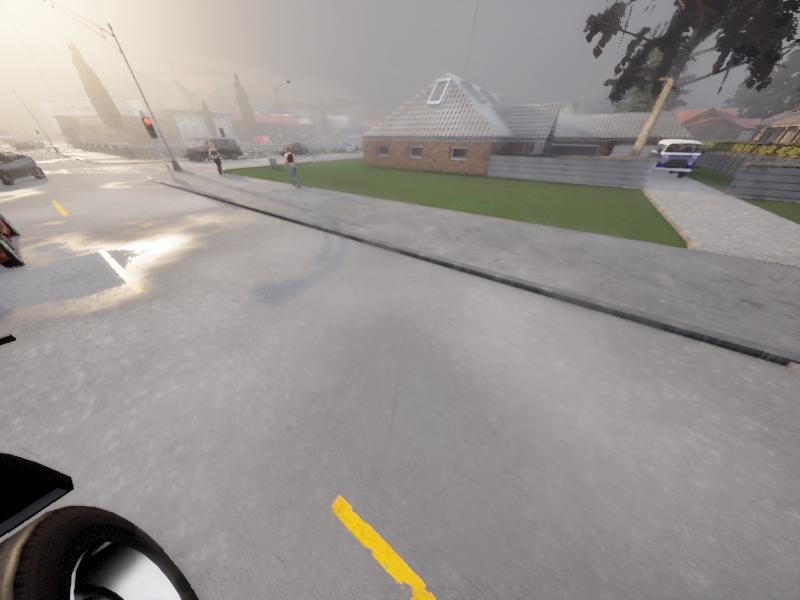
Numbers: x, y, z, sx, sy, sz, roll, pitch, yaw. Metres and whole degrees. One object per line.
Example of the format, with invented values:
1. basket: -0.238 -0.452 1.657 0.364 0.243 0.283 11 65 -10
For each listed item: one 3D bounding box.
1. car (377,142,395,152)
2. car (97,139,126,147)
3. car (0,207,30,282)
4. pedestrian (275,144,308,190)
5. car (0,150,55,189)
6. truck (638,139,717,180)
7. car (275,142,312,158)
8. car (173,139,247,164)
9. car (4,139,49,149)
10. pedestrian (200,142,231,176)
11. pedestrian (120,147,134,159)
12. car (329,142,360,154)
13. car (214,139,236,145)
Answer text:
1. car: -2.763 -30.622 46.067 1.789 1.549 3.705 22 40 28
2. car: -72.465 -39.436 58.082 1.851 1.617 3.988 22 41 28
3. car: -9.888 -1.507 4.666 5.008 1.535 1.882 22 41 28
4. pedestrian: -5.221 -6.420 11.175 0.751 1.860 0.751 23 41 29
5. car: -22.657 -7.339 12.877 2.007 1.525 4.514 -18 39 -23
6. truck: 18.055 -9.470 15.393 2.069 2.038 4.478 22 41 28
7. car: -14.680 -20.885 32.105 1.851 1.617 3.988 22 41 28
8. car: -20.443 -16.359 25.255 2.150 2.045 5.566 22 41 28
9. car: -82.236 -34.476 50.953 5.027 1.651 2.152 -6 36 -8
10. pedestrian: -11.932 -9.155 15.017 0.751 1.860 0.751 22 41 28
11. pedestrian: -30.567 -16.415 25.852 0.500 1.100 0.500 22 41 28
12. car: -9.162 -25.371 38.587 2.038 1.542 4.974 22 40 28
13. car: -57.325 -51.862 75.806 1.930 1.638 5.238 22 41 28
